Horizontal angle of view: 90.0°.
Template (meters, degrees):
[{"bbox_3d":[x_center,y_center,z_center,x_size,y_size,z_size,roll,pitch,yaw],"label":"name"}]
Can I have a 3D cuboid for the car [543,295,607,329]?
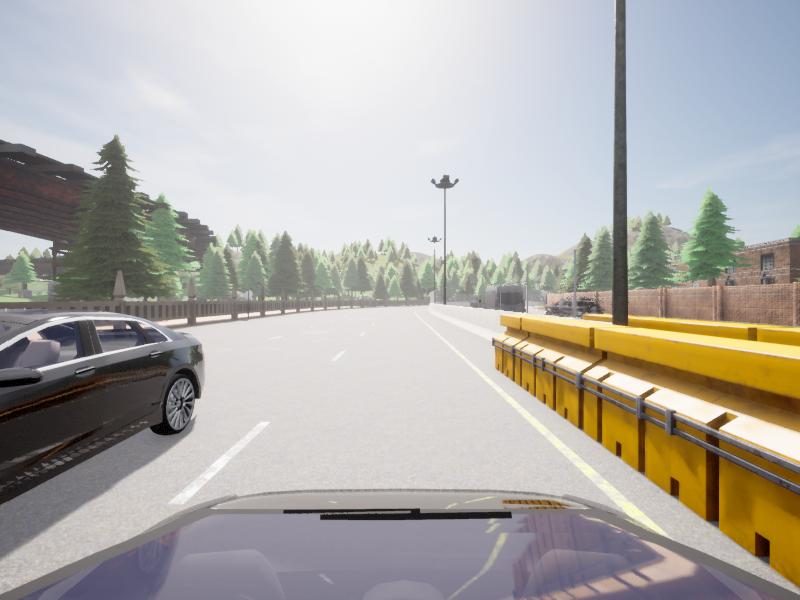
[{"bbox_3d":[10.503,0.659,24.434,1.932,1.855,4.605,0,0,0],"label":"car"}]

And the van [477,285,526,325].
[{"bbox_3d":[7.007,0.328,28.286,1.988,2.561,5.915,0,0,0],"label":"van"}]

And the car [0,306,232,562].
[{"bbox_3d":[-3.500,0.837,3.363,2.128,1.511,4.902,0,0,0],"label":"car"}]
